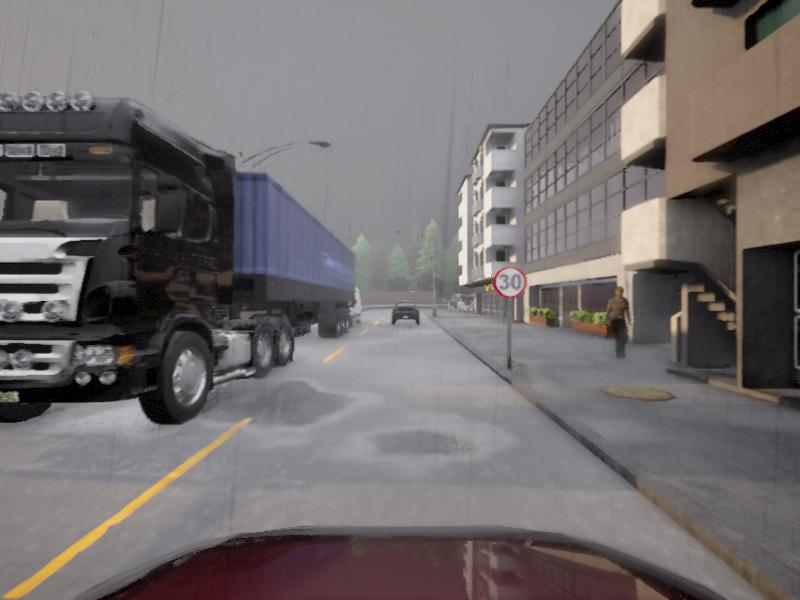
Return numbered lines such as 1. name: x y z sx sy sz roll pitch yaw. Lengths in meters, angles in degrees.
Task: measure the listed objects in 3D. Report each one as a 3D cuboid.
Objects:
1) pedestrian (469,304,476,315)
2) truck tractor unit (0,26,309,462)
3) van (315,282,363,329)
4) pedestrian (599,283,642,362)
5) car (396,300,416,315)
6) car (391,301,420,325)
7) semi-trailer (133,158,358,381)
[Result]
1. pedestrian: 7.201 0.942 39.907 0.500 1.100 0.500 0 0 -16
2. truck tractor unit: -3.943 -0.522 7.138 3.053 4.208 6.516 0 0 1
3. van: -3.644 0.329 25.010 1.988 2.561 5.915 0 0 1
4. pedestrian: 5.441 0.534 9.910 0.751 1.860 0.751 0 0 13
5. car: 0.685 0.785 44.947 2.152 1.651 5.027 0 0 1
6. car: 0.401 0.847 28.032 1.837 1.490 4.892 0 0 1
7. semi-trailer: -3.814 -0.615 15.048 2.717 4.402 14.254 0 0 1
